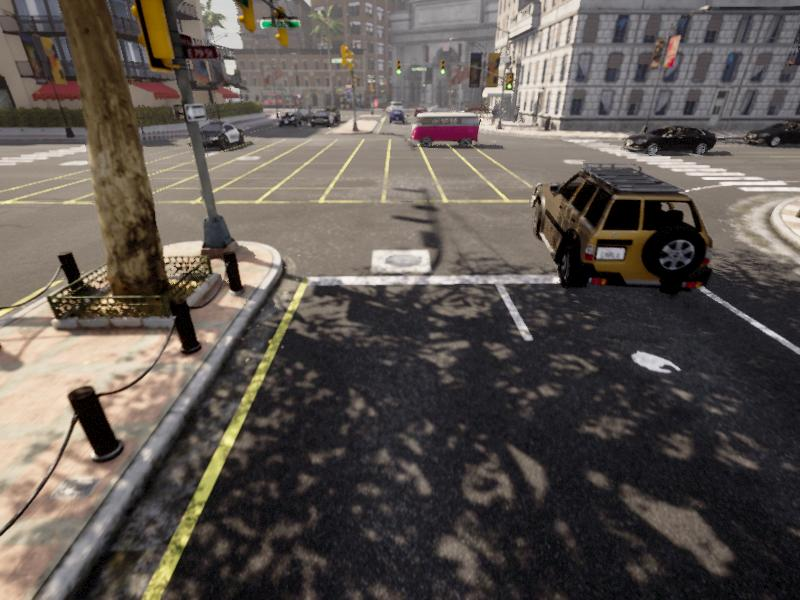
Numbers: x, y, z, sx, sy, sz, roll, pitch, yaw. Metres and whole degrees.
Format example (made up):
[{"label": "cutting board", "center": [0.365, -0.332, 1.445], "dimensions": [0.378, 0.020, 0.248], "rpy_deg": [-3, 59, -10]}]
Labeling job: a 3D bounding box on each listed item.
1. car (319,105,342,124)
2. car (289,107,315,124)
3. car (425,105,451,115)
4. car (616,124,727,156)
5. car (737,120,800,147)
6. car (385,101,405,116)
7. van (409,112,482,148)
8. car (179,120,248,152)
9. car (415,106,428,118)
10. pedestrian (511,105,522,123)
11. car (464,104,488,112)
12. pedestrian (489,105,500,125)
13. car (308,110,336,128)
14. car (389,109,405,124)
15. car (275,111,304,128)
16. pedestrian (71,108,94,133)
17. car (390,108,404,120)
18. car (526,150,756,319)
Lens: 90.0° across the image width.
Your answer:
[{"label": "car", "center": [-8.377, -22.495, 48.454], "dimensions": [1.932, 1.855, 4.605], "rpy_deg": [0, 27, 0]}, {"label": "car", "center": [-11.882, -22.654, 49.026], "dimensions": [1.930, 1.638, 5.238], "rpy_deg": [0, 28, 0]}, {"label": "car", "center": [6.480, -32.330, 68.101], "dimensions": [1.812, 1.442, 4.674], "rpy_deg": [22, 34, 36]}, {"label": "car", "center": [15.409, -9.166, 22.873], "dimensions": [4.892, 1.490, 1.837], "rpy_deg": [-2, 27, -5]}, {"label": "car", "center": [25.660, -10.979, 26.401], "dimensions": [4.892, 1.490, 1.837], "rpy_deg": [0, 27, -1]}, {"label": "car", "center": [-0.862, -31.472, 65.781], "dimensions": [2.150, 2.045, 5.566], "rpy_deg": [-5, 28, -10]}, {"label": "van", "center": [2.830, -11.051, 26.004], "dimensions": [4.442, 1.987, 1.775], "rpy_deg": [-1, 27, -1]}, {"label": "car", "center": [-11.656, -10.528, 25.522], "dimensions": [2.038, 1.542, 4.974], "rpy_deg": [0, 26, -1]}, {"label": "car", "center": [3.194, -28.201, 59.950], "dimensions": [1.882, 1.535, 5.008], "rpy_deg": [1, 27, 3]}, {"label": "pedestrian", "center": [13.202, -21.020, 45.202], "dimensions": [0.751, 1.860, 0.751], "rpy_deg": [-2, 27, -4]}, {"label": "car", "center": [14.729, -37.346, 77.839], "dimensions": [4.193, 1.474, 1.816], "rpy_deg": [0, 27, 0]}, {"label": "pedestrian", "center": [10.004, -19.635, 42.501], "dimensions": [0.751, 1.860, 0.751], "rpy_deg": [-2, 27, -4]}, {"label": "car", "center": [-8.325, -19.488, 42.970], "dimensions": [2.038, 1.542, 4.974], "rpy_deg": [0, 27, -1]}, {"label": "car", "center": [-0.378, -22.394, 48.729], "dimensions": [1.812, 1.442, 4.674], "rpy_deg": [0, 27, 0]}, {"label": "car", "center": [-11.822, -19.531, 43.115], "dimensions": [1.970, 1.475, 3.806], "rpy_deg": [0, 27, 0]}, {"label": "pedestrian", "center": [-27.010, -15.280, 34.023], "dimensions": [0.751, 1.860, 0.751], "rpy_deg": [1, 27, 2]}, {"label": "car", "center": [-0.456, -26.416, 56.736], "dimensions": [1.895, 1.301, 4.718], "rpy_deg": [0, 27, 0]}, {"label": "car", "center": [3.942, -1.627, 7.753], "dimensions": [1.932, 1.855, 4.605], "rpy_deg": [3, 27, 6]}]
